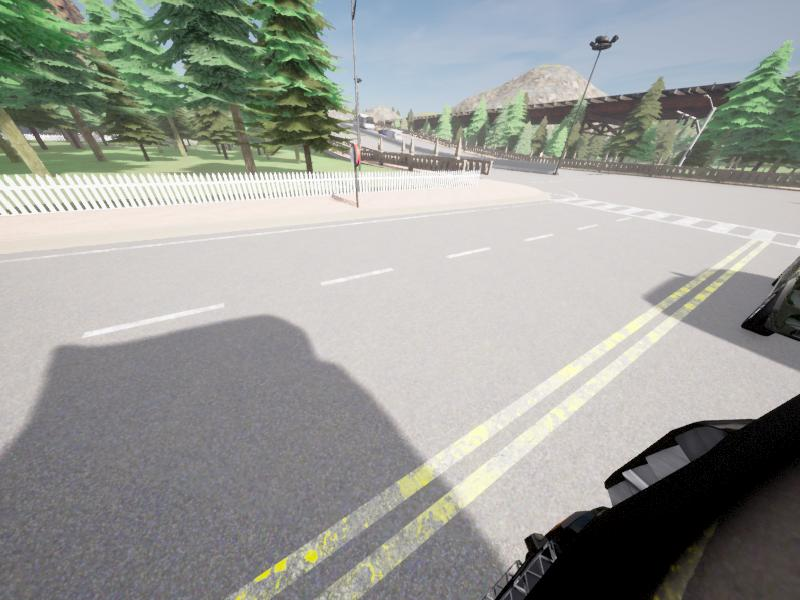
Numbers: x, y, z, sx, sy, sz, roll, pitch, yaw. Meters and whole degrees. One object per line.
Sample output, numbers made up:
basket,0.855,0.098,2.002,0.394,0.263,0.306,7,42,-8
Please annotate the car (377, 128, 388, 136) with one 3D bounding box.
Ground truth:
car,-5.460,-51.893,71.311,1.816,1.474,4.193,-17,46,-27

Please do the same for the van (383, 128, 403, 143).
van,-1.884,-43.885,61.546,2.351,2.431,6.366,-17,46,-27

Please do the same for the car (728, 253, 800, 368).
car,7.415,-0.203,3.199,4.553,1.767,2.097,-16,38,-26

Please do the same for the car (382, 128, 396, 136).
car,-3.534,-54.010,74.187,2.163,1.488,4.792,-17,46,-27

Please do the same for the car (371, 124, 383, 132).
car,-8.027,-59.197,79.607,1.801,1.575,5.366,-17,46,-27

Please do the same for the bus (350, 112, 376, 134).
bus,-11.781,-55.907,72.880,3.944,4.253,10.273,-17,46,-27
